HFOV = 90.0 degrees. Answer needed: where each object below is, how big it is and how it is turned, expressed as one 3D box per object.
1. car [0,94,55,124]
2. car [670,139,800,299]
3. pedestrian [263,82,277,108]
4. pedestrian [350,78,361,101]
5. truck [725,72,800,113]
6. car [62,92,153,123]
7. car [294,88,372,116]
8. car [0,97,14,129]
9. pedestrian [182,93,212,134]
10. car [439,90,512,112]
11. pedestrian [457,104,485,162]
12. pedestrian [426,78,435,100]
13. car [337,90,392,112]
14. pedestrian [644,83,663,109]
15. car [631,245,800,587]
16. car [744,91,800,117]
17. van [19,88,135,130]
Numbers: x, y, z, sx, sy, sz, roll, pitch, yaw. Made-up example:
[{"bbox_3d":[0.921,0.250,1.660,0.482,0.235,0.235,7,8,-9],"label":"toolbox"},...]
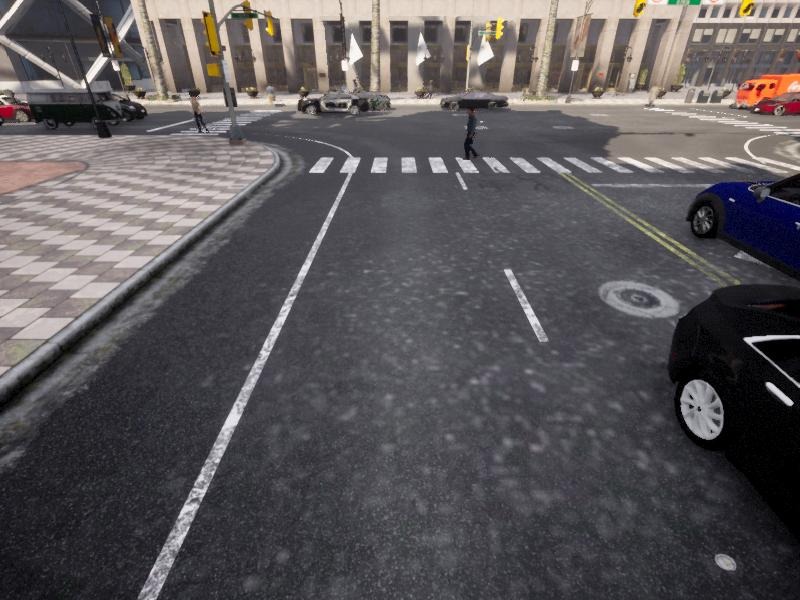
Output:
[{"bbox_3d":[-24.530,-11.935,24.995,3.806,1.475,1.970,-6,31,-10],"label":"car"},{"bbox_3d":[7.074,-1.332,6.521,2.097,1.767,4.553,0,30,0],"label":"car"},{"bbox_3d":[-10.863,-17.162,33.519,0.751,1.860,0.751,-3,30,-5],"label":"pedestrian"},{"bbox_3d":[-4.347,-20.404,38.769,0.751,1.860,0.751,-12,32,-20],"label":"pedestrian"},{"bbox_3d":[29.433,-16.229,31.289,5.204,2.467,2.627,-2,30,2],"label":"truck"},{"bbox_3d":[-18.507,-12.309,25.508,3.988,1.617,1.851,-2,30,-3],"label":"car"},{"bbox_3d":[-4.692,-14.198,28.708,5.238,1.638,1.930,0,30,0],"label":"car"},{"bbox_3d":[-24.240,-10.223,22.006,3.633,1.501,1.845,-7,31,-12],"label":"car"},{"bbox_3d":[-10.348,-9.532,20.451,0.751,1.860,0.751,1,30,1],"label":"pedestrian"},{"bbox_3d":[5.880,-15.818,31.729,5.357,1.411,2.033,0,30,0],"label":"car"},{"bbox_3d":[2.540,-6.004,14.409,0.751,1.860,0.751,1,30,3],"label":"pedestrian"},{"bbox_3d":[2.956,-20.744,39.352,0.751,1.860,0.751,-1,30,-1],"label":"pedestrian"},{"bbox_3d":[-2.761,-15.841,31.793,4.181,1.385,1.994,0,30,0],"label":"car"},{"bbox_3d":[20.921,-16.891,33.056,0.751,1.860,0.751,12,32,20],"label":"pedestrian"},{"bbox_3d":[3.613,1.349,2.226,1.837,1.490,4.892,0,31,1],"label":"car"},{"bbox_3d":[28.084,-14.009,28.544,4.792,1.488,2.163,0,30,0],"label":"car"},{"bbox_3d":[-17.894,-10.714,22.401,4.442,1.987,1.775,-1,30,-2],"label":"van"}]
